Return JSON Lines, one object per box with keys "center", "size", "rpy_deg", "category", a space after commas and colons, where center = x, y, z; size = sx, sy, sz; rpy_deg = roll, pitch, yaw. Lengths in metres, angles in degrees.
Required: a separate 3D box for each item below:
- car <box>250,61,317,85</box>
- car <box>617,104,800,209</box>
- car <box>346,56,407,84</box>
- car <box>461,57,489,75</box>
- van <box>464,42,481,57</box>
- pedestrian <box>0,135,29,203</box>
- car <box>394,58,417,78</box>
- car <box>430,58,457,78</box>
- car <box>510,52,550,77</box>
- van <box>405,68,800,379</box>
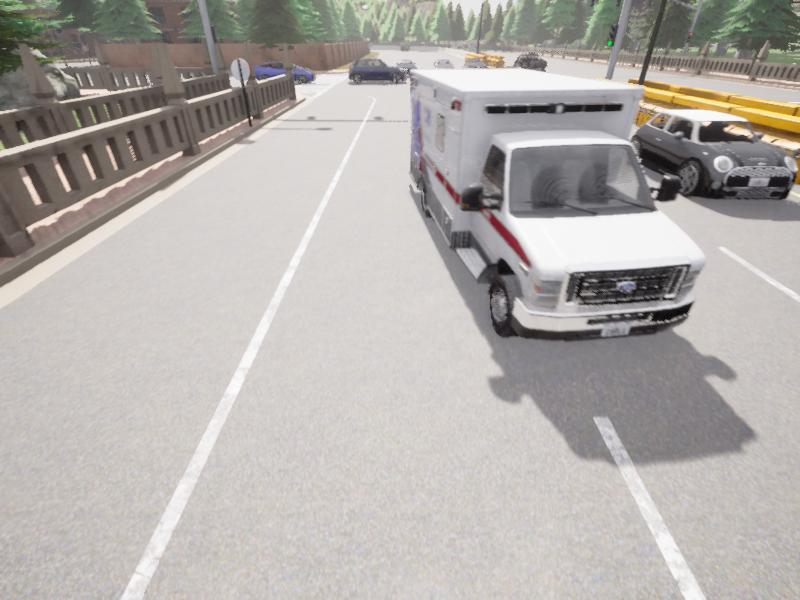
{"center": [-8.928, -17.702, 31.145], "size": [4.514, 1.525, 2.007], "rpy_deg": [-1, 33, -1], "category": "car"}
{"center": [7.152, -3.530, 9.417], "size": [1.970, 1.475, 3.806], "rpy_deg": [0, 33, 0], "category": "car"}
{"center": [-1.856, -18.250, 31.742], "size": [4.553, 1.767, 2.097], "rpy_deg": [-5, 33, -7], "category": "car"}
{"center": [7.534, -23.634, 40.400], "size": [1.994, 1.385, 4.181], "rpy_deg": [0, 33, -1], "category": "car"}
{"center": [15.137, -52.529, 83.816], "size": [2.351, 2.431, 6.366], "rpy_deg": [0, 33, 1], "category": "van"}
{"center": [-8.339, -2.897, 7.771], "size": [0.751, 1.860, 0.751], "rpy_deg": [-3, 33, -5], "category": "pedestrian"}
{"center": [0.521, -21.862, 37.678], "size": [1.994, 1.385, 4.181], "rpy_deg": [0, 33, 1], "category": "car"}
{"center": [4.022, -21.978, 37.833], "size": [2.033, 1.411, 5.357], "rpy_deg": [0, 33, 0], "category": "car"}
{"center": [12.561, -22.700, 38.497], "size": [1.932, 1.855, 4.605], "rpy_deg": [22, 39, 28], "category": "car"}
{"center": [1.705, -2.010, 6.210], "size": [2.351, 2.431, 6.366], "rpy_deg": [-4, 33, -6], "category": "van"}
